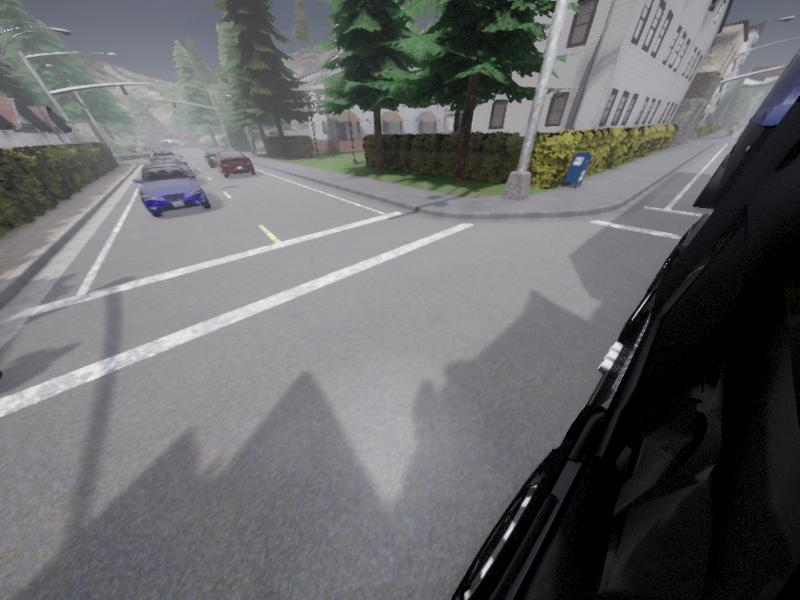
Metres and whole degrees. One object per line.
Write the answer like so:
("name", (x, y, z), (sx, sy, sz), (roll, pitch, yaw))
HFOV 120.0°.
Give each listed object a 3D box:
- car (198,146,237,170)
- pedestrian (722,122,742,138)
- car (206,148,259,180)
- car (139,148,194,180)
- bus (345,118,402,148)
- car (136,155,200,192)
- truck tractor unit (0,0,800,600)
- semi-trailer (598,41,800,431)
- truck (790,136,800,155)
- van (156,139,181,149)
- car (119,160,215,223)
("car", (-16.763, -13.074, 21.141), (1.882, 1.535, 5.008), (-27, 43, -30))
("pedestrian", (50.501, -25.874, 35.136), (0.751, 1.860, 0.751), (-12, 37, -14))
("car", (-12.041, -9.823, 16.489), (1.882, 1.535, 5.008), (-27, 43, -30))
("car", (-17.692, -10.492, 17.576), (2.152, 1.651, 5.027), (-27, 43, -31))
("bus", (-4.836, -32.724, 45.192), (10.273, 4.253, 3.944), (-27, 43, -30))
("car", (-13.616, -7.618, 13.683), (1.994, 1.385, 4.181), (-27, 43, -30))
("truck tractor unit", (2.645, -0.295, 0.351), (6.516, 4.208, 3.053), (-28, 44, -30))
("semi-trailer", (8.692, -3.569, 4.293), (14.254, 4.402, 2.717), (-28, 43, -30))
("truck", (31.938, -12.577, 16.112), (8.468, 3.827, 2.891), (-27, 43, -30))
("van", (-59.746, -40.177, 59.644), (4.480, 2.038, 2.069), (10, 38, 16))
("car", (-8.971, -4.457, 9.069), (1.816, 1.474, 4.193), (-27, 43, -30))
